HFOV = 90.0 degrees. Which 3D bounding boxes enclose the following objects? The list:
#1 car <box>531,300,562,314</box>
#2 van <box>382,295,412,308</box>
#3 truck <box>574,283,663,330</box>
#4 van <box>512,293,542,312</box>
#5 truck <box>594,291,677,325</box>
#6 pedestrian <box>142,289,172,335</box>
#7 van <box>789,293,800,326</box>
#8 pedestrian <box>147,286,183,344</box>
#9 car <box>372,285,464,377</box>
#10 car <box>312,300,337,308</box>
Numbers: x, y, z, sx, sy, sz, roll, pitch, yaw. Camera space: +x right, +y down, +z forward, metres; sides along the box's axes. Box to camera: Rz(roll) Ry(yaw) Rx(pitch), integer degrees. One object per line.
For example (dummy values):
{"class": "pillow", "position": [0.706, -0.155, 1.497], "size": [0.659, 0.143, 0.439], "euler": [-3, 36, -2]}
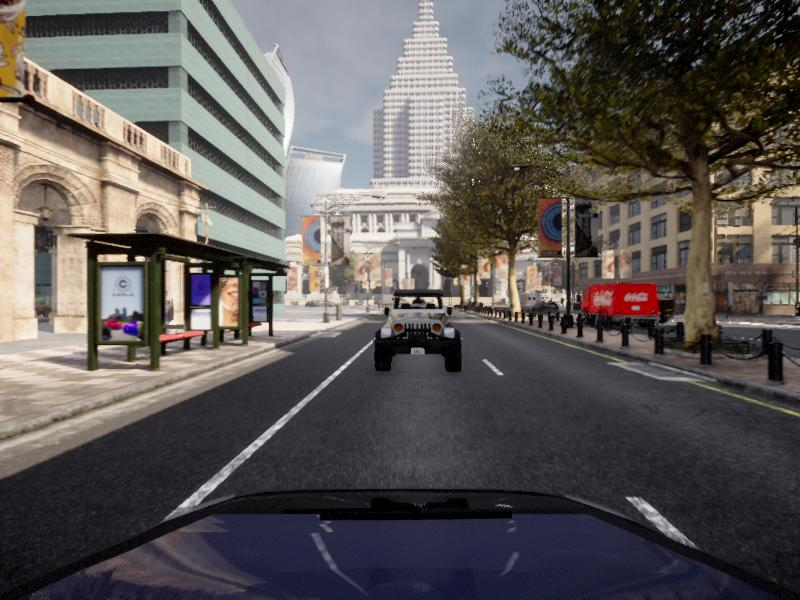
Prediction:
{"class": "car", "position": [17.280, 0.782, 47.521], "size": [2.128, 1.511, 4.902], "euler": [0, 0, 2]}
{"class": "van", "position": [-0.648, 0.243, 80.389], "size": [5.915, 2.561, 1.988], "euler": [0, 0, 3]}
{"class": "truck", "position": [12.618, 0.324, 23.665], "size": [2.627, 2.467, 5.204], "euler": [0, 0, 3]}
{"class": "van", "position": [17.644, 0.317, 55.944], "size": [2.351, 2.431, 6.366], "euler": [0, 0, 3]}
{"class": "truck", "position": [16.352, 0.503, 28.334], "size": [2.390, 2.098, 6.274], "euler": [0, 0, 3]}
{"class": "pedestrian", "position": [-10.035, 0.483, 16.561], "size": [0.751, 1.860, 0.751], "euler": [0, 0, 14]}
{"class": "van", "position": [26.543, 0.515, 23.836], "size": [4.480, 2.038, 2.069], "euler": [-1, 0, 6]}
{"class": "pedestrian", "position": [-7.775, 0.483, 13.264], "size": [0.751, 1.860, 0.751], "euler": [0, 0, 4]}
{"class": "car", "position": [0.465, 0.638, 10.190], "size": [1.905, 1.878, 3.866], "euler": [0, 0, 3]}
{"class": "car", "position": [-15.340, 0.782, 81.164], "size": [4.611, 1.667, 2.242], "euler": [0, 0, 3]}
